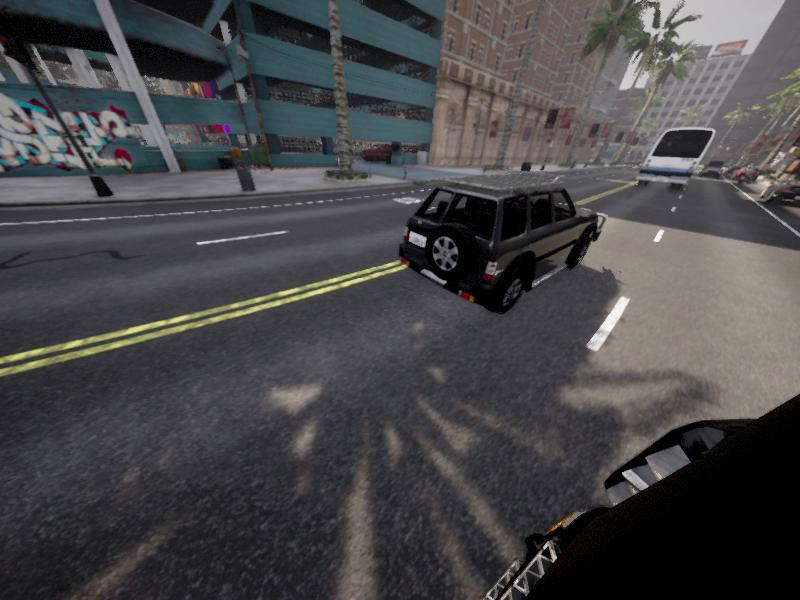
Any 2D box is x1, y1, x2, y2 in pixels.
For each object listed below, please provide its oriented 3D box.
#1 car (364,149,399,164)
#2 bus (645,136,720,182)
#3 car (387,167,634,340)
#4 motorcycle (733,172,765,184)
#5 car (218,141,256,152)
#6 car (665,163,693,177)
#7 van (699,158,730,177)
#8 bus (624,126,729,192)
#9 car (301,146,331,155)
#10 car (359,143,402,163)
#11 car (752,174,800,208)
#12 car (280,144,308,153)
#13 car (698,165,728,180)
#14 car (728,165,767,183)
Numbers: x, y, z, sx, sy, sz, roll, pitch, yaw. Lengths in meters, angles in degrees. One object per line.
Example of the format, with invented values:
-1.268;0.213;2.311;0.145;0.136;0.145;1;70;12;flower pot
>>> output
-2.587;-19.980;32.181;4.514;1.523;2.007;-25;43;-35;car
35.882;-17.907;29.493;10.273;4.253;3.944;-24;42;-35;bus
2.198;-1.401;4.489;4.605;1.855;1.932;-22;41;-32;car
42.519;-14.860;28.148;2.356;1.277;0.764;-5;34;-11;motorcycle
-28.873;-27.184;40.999;4.902;1.511;2.128;-25;43;-35;car
43.318;-20.205;35.852;5.027;1.651;2.152;-25;43;-35;car
52.627;-22.274;38.757;5.915;2.561;1.988;-24;42;-34;van
25.674;-13.153;21.648;10.273;4.253;3.944;-25;43;-35;bus
-15.568;-27.703;42.896;4.718;1.301;1.895;-25;43;-35;car
-2.614;-20.285;31.931;5.566;2.045;2.435;-25;43;-35;car
26.241;-7.310;15.383;4.892;1.521;2.231;-25;43;-35;car
-22.980;-32.947;50.130;4.786;1.482;2.161;-25;43;-35;car
46.975;-19.243;34.765;4.974;1.542;2.038;-25;43;-34;car
48.102;-17.574;32.106;4.553;1.767;2.185;-25;43;-35;car
